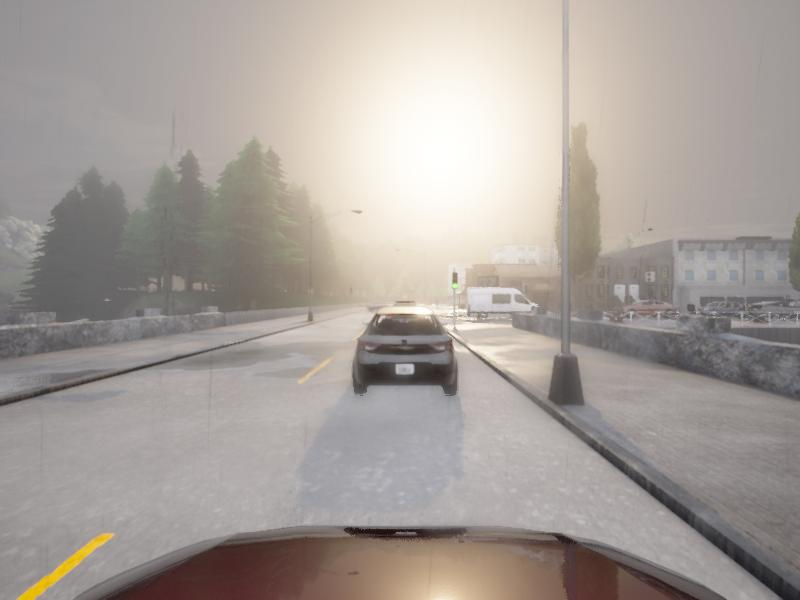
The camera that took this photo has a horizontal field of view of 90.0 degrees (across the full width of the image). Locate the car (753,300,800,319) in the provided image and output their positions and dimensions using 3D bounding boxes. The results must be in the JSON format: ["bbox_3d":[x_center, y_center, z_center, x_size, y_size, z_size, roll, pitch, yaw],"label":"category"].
[{"bbox_3d":[34.728,0.784,35.434,5.238,1.638,1.930,0,0,1],"label":"car"}]

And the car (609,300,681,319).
[{"bbox_3d":[21.707,0.794,35.597,5.027,1.651,2.152,0,0,1],"label":"car"}]

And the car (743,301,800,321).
[{"bbox_3d":[30.095,0.840,31.491,4.514,1.525,2.007,0,0,1],"label":"car"}]

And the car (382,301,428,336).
[{"bbox_3d":[0.265,0.832,20.240,2.038,1.542,4.974,0,0,1],"label":"car"}]

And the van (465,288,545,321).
[{"bbox_3d":[8.210,0.334,31.756,5.915,2.561,1.988,0,0,6],"label":"van"}]

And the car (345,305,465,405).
[{"bbox_3d":[0.105,0.858,8.168,1.816,1.474,4.193,0,0,1],"label":"car"}]

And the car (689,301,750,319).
[{"bbox_3d":[28.283,0.867,35.515,3.806,1.475,1.970,0,0,1],"label":"car"}]
